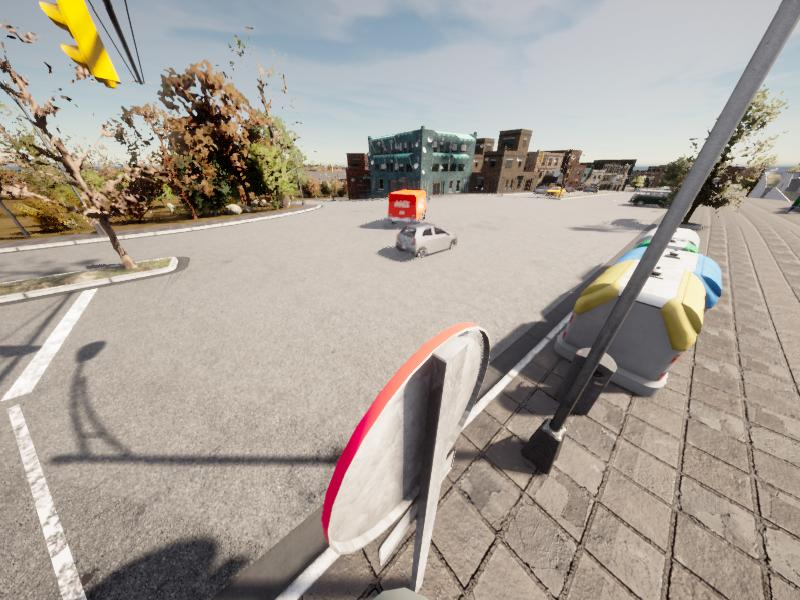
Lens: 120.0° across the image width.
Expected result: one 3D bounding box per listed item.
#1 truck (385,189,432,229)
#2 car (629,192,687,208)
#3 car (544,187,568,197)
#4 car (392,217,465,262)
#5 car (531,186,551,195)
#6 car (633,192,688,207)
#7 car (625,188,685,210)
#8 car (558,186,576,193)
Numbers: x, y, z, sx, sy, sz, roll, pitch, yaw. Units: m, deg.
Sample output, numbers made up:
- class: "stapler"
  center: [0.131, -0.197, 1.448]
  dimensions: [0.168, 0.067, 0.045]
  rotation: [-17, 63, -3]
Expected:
- class: "truck"
  center: [0.868, -7.901, 19.656]
  dimensions: [2.627, 2.467, 5.204]
  rotation: [9, 30, 14]
- class: "car"
  center: [34.472, -13.468, 31.109]
  dimensions: [4.674, 1.452, 2.002]
  rotation: [17, 32, 25]
- class: "car"
  center: [29.044, -20.186, 42.979]
  dimensions: [5.008, 1.535, 1.882]
  rotation: [-21, 36, -35]
- class: "car"
  center: [1.568, -3.443, 12.665]
  dimensions: [3.633, 1.501, 1.845]
  rotation: [-22, 36, -34]
- class: "car"
  center: [27.883, -21.623, 45.549]
  dimensions: [3.633, 1.501, 1.845]
  rotation: [-21, 36, -35]
- class: "car"
  center: [36.754, -14.328, 32.812]
  dimensions: [4.674, 1.452, 2.002]
  rotation: [17, 33, 25]
- class: "car"
  center: [32.099, -12.864, 29.311]
  dimensions: [4.442, 1.987, 1.878]
  rotation: [17, 33, 25]
- class: "car"
  center: [39.114, -25.817, 54.021]
  dimensions: [4.181, 1.385, 1.994]
  rotation: [-21, 36, -35]
